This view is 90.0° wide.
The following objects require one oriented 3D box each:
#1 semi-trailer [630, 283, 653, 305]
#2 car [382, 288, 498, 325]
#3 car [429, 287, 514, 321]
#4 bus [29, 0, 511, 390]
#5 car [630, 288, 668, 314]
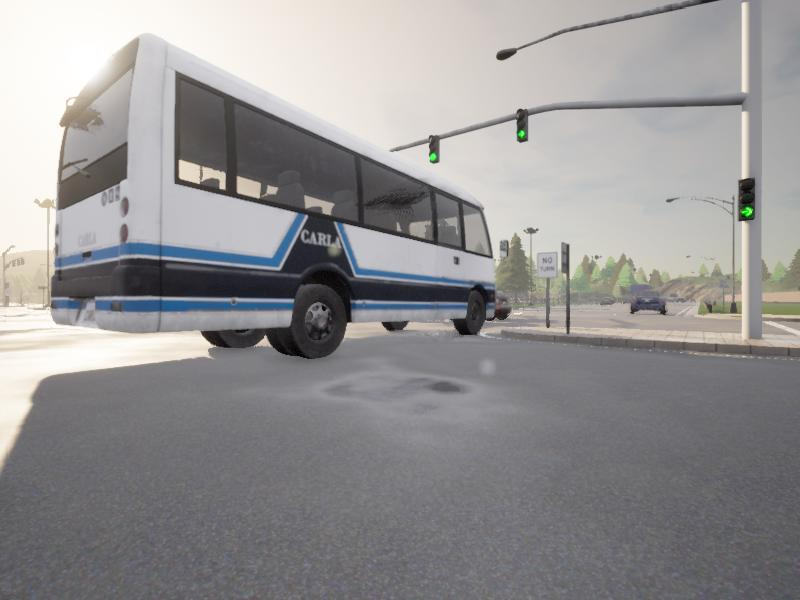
[{"bbox_3d":[51.865,-1.220,85.654,2.717,4.402,14.254,0,0,37],"label":"semi-trailer"},{"bbox_3d":[1.735,0.251,18.182,4.792,1.488,2.163,0,0,38],"label":"car"},{"bbox_3d":[3.718,0.188,21.073,3.988,1.617,1.851,0,0,38],"label":"car"},{"bbox_3d":[-1.270,-1.141,9.358,3.944,4.253,10.273,0,-1,37],"label":"bus"},{"bbox_3d":[18.443,0.093,29.546,2.097,1.767,4.553,0,0,35],"label":"car"}]
